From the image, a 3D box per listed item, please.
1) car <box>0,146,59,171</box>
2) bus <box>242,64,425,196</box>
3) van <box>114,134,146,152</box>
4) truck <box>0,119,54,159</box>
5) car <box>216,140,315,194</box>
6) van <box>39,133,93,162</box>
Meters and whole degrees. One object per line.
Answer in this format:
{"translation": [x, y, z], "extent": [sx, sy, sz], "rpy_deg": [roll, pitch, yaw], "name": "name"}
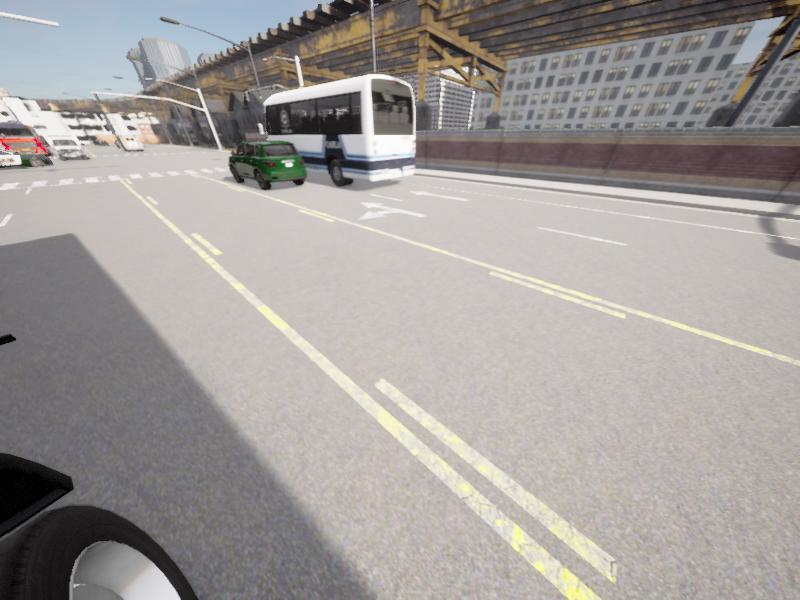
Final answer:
{"translation": [-32.067, -11.312, 18.448], "extent": [2.038, 1.542, 4.974], "rpy_deg": [10, 36, 14], "name": "car"}
{"translation": [-4.051, -9.236, 13.190], "extent": [10.273, 4.253, 3.944], "rpy_deg": [27, 43, 32], "name": "bus"}
{"translation": [-47.779, -27.811, 40.858], "extent": [6.366, 2.431, 2.351], "rpy_deg": [27, 43, 32], "name": "van"}
{"translation": [-48.356, -20.618, 29.551], "extent": [8.468, 3.827, 2.891], "rpy_deg": [27, 43, 32], "name": "truck"}
{"translation": [-7.290, -7.370, 12.470], "extent": [5.566, 2.045, 2.150], "rpy_deg": [27, 43, 32], "name": "car"}
{"translation": [-37.131, -17.113, 25.832], "extent": [6.366, 2.431, 2.351], "rpy_deg": [27, 43, 32], "name": "van"}
